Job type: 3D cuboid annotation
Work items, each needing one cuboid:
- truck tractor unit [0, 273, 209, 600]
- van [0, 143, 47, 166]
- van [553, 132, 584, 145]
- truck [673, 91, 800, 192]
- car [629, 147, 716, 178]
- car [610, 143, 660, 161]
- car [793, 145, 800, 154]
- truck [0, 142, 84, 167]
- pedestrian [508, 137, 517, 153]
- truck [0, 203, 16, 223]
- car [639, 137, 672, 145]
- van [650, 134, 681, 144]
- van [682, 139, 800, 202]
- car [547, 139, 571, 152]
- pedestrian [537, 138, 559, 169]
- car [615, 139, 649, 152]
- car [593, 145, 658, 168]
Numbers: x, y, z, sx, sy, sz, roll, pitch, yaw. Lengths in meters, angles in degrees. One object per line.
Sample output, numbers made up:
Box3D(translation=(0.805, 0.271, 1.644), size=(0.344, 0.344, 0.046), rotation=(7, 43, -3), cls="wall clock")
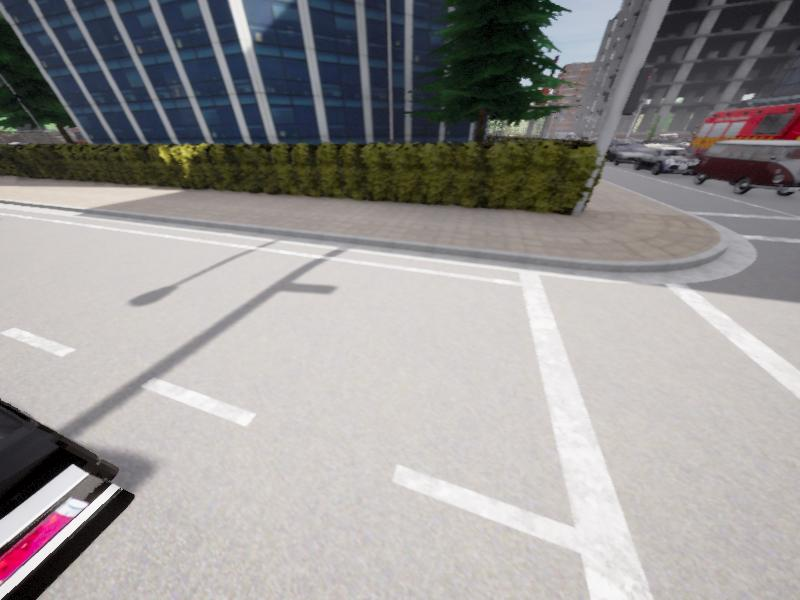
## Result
Box3D(translation=(-5.277, -0.085, 0.490), size=(6.516, 4.208, 3.053), rotation=(11, 37, 15), cls="truck tractor unit")
Box3D(translation=(-44.989, -16.651, 26.382), size=(1.775, 1.987, 4.442), rotation=(10, 37, 14), cls="van")
Box3D(translation=(44.264, -42.509, 60.830), size=(5.915, 2.561, 1.988), rotation=(10, 37, 14), cls="van")
Box3D(translation=(20.682, -8.774, 12.630), size=(2.891, 3.827, 8.468), rotation=(9, 37, 14), cls="truck")
Box3D(translation=(17.842, -9.324, 15.484), size=(1.970, 1.475, 3.806), rotation=(9, 37, 14), cls="car")
Box3D(translation=(24.863, -15.852, 24.654), size=(1.994, 1.385, 4.181), rotation=(9, 37, 13), cls="car")
Box3D(translation=(46.117, -16.915, 24.904), size=(6.274, 2.098, 2.390), rotation=(-29, 44, -33), cls="car")
Box3D(translation=(-41.435, -16.523, 26.042), size=(2.390, 2.098, 6.274), rotation=(10, 37, 14), cls="truck")
Box3D(translation=(15.794, -21.825, 32.500), size=(0.751, 1.860, 0.751), rotation=(14, 38, 19), cls="pedestrian")
Box3D(translation=(-18.052, -4.275, 6.975), size=(8.468, 3.827, 2.891), rotation=(10, 37, 14), cls="truck")
Box3D(translation=(64.937, -40.625, 58.881), size=(5.027, 1.651, 2.152), rotation=(10, 37, 14), cls="car")
Box3D(translation=(69.442, -42.263, 60.511), size=(4.480, 2.038, 2.069), rotation=(10, 37, 14), cls="van")
Box3D(translation=(16.030, -6.026, 10.429), size=(1.775, 1.987, 4.442), rotation=(9, 37, 14), cls="van")
Box3D(translation=(26.250, -25.645, 38.284), size=(1.882, 1.535, 5.008), rotation=(9, 36, 14), cls="car")
Box3D(translation=(10.891, -10.819, 17.078), size=(0.751, 1.860, 0.751), rotation=(10, 37, 15), cls="pedestrian")
Box3D(translation=(36.615, -24.587, 36.648), size=(1.837, 1.490, 4.892), rotation=(9, 37, 14), cls="car")
Box3D(translation=(19.694, -12.884, 20.541), size=(2.033, 1.411, 5.357), rotation=(9, 37, 14), cls="car")
